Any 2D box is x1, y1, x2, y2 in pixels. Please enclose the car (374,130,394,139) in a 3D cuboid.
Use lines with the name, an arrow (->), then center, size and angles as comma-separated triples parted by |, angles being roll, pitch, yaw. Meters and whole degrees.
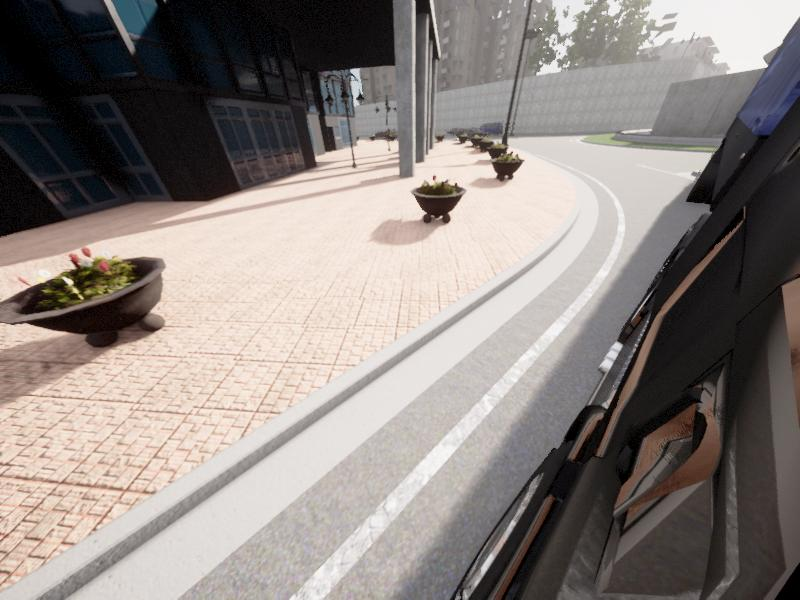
car -> -3.927, -40.143, 55.984 | 2.152, 1.651, 5.027 | -27, 43, -29

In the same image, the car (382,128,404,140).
car -> -1.516, -35.056, 48.826 | 1.932, 1.855, 4.605 | -28, 44, -30

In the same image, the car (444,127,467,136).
car -> 12.612, -38.346, 52.584 | 1.837, 1.490, 4.892 | -28, 44, -29

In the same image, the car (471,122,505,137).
car -> 16.762, -32.748, 44.404 | 5.566, 2.045, 2.150 | 29, 47, 35

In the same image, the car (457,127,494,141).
car -> 11.139, -24.892, 34.662 | 1.930, 1.638, 5.238 | -21, 40, -23

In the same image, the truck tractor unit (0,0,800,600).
truck tractor unit -> 2.645, -0.295, 0.351 | 6.516, 4.208, 3.053 | -28, 44, -30

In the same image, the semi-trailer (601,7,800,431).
semi-trailer -> 8.535, -3.737, 4.344 | 14.254, 4.402, 2.717 | -30, 43, -31
